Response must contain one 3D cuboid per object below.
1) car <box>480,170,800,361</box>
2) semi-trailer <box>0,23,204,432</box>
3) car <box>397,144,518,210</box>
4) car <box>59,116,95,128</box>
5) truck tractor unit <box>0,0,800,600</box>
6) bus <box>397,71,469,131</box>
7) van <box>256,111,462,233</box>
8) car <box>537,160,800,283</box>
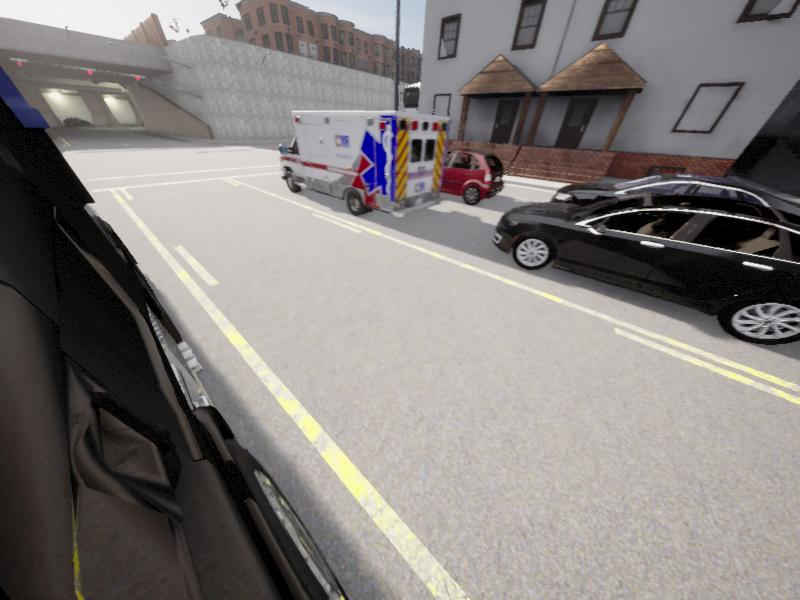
[{"bbox_3d":[4.235,-0.996,3.969,4.892,1.490,1.837,28,44,30],"label":"car"},{"bbox_3d":[-8.855,-3.486,4.079,14.254,4.402,2.717,26,43,28],"label":"semi-trailer"},{"bbox_3d":[2.005,-4.983,9.054,3.988,1.617,1.851,28,44,30],"label":"car"},{"bbox_3d":[-61.051,-33.651,43.753,2.152,1.651,5.027,-17,41,-24],"label":"car"},{"bbox_3d":[-2.645,-0.295,0.351,6.516,4.208,3.053,28,44,30],"label":"truck tractor unit"},{"bbox_3d":[4.683,-26.562,30.733,3.944,4.253,10.273,28,58,29],"label":"bus"},{"bbox_3d":[-1.635,-4.516,7.535,6.366,2.431,2.351,28,44,30],"label":"van"},{"bbox_3d":[6.734,-2.411,5.986,4.902,1.511,2.128,28,44,30],"label":"car"}]
